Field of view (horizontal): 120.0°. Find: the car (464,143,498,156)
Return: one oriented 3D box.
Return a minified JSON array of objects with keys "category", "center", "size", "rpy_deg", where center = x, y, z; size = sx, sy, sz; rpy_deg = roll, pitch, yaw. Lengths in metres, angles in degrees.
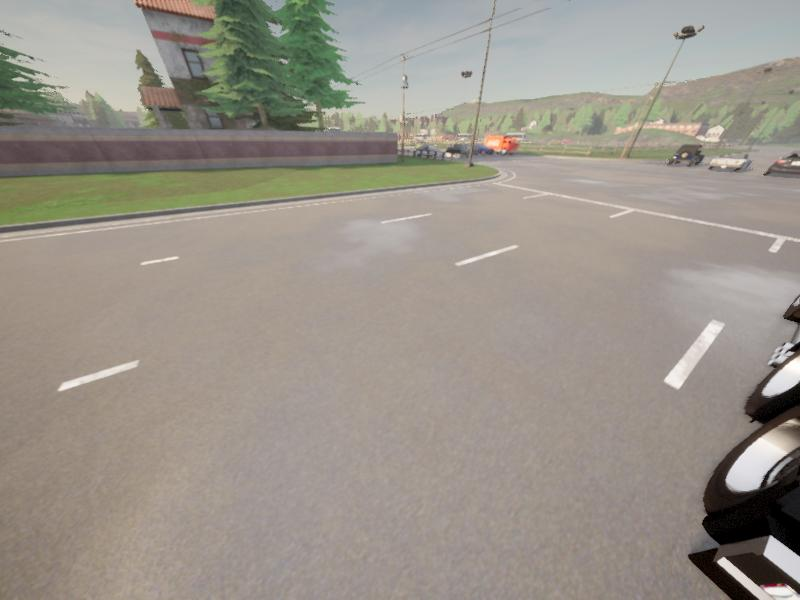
[{"category":"car","center":[12.791,-24.038,36.789],"size":[1.882,1.535,5.008],"rpy_deg":[-19,40,-26]}]

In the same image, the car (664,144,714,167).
[{"category":"car","center":[30.354,-15.237,24.267],"size":[3.866,1.878,1.905],"rpy_deg":[-19,40,-25]}]

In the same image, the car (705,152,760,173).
[{"category":"car","center":[30.344,-12.622,21.081],"size":[4.718,1.301,1.895],"rpy_deg":[-19,40,-26]}]

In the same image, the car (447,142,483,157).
[{"category":"car","center":[9.814,-23.030,35.248],"size":[2.152,1.651,5.027],"rpy_deg":[-19,40,-26]}]

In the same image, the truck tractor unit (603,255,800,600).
[{"category":"truck tractor unit","center":[5.098,-0.315,0.795],"size":[6.516,4.208,3.053],"rpy_deg":[-19,40,-25]}]

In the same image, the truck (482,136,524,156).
[{"category":"truck","center":[16.417,-24.864,37.192],"size":[2.627,2.467,5.204],"rpy_deg":[-19,40,-26]}]

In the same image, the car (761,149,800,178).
[{"category":"car","center":[31.205,-10.701,18.050],"size":[4.611,1.667,2.242],"rpy_deg":[-19,40,-26]}]

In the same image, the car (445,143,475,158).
[{"category":"car","center":[8.195,-20.693,31.980],"size":[1.789,1.549,3.705],"rpy_deg":[-20,40,-26]}]

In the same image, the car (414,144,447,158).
[{"category":"car","center":[4.108,-20.640,31.945],"size":[1.812,1.442,4.674],"rpy_deg":[-19,40,-26]}]
